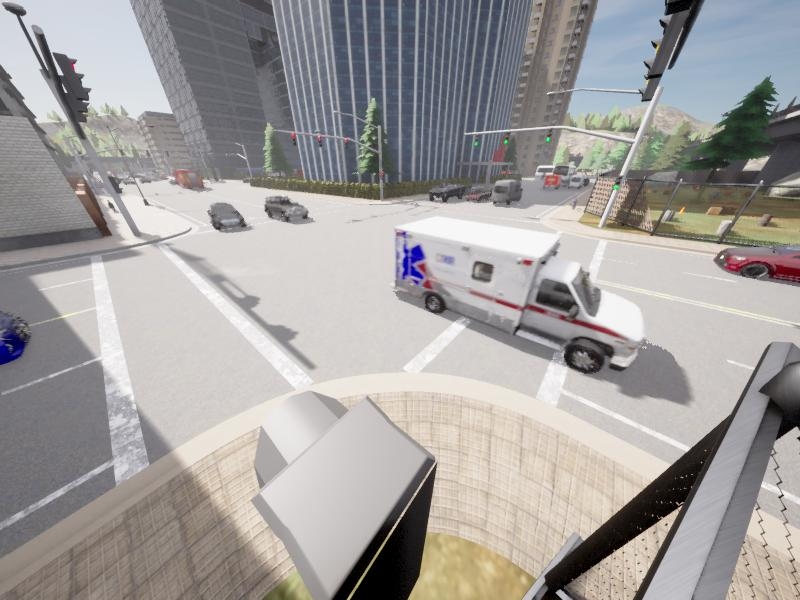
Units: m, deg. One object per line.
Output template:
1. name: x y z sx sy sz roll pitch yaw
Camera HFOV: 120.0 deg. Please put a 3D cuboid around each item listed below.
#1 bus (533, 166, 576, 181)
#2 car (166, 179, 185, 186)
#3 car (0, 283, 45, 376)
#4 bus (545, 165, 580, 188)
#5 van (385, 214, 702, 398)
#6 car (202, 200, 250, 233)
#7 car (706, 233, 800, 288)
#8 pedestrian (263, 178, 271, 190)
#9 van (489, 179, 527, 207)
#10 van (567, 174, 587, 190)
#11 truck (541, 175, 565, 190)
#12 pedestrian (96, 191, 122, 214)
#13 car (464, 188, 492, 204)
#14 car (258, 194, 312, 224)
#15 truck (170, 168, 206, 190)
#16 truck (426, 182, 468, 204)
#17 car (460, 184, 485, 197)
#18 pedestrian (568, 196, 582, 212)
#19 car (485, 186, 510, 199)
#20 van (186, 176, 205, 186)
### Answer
1. bus: 50.313 -41.415 75.478 10.273 4.253 3.944 23 37 34
2. car: -54.761 -28.695 56.298 5.357 1.411 2.033 23 37 34
3. car: -10.560 1.364 4.007 2.007 1.525 4.514 22 36 33
4. bus: 36.990 -28.217 52.516 3.944 4.253 10.273 23 37 34
5. van: 2.748 -0.585 6.548 6.366 2.431 2.351 23 37 33
6. car: -13.349 -6.512 17.643 2.033 1.649 4.856 -22 36 -34
7. car: 15.947 -1.439 9.126 4.181 1.385 1.994 22 37 34
8. pedestrian: -25.528 -22.252 44.334 0.751 1.860 0.751 20 36 31
9. van: 13.261 -13.206 28.229 1.988 2.561 5.915 23 37 34
10. van: 36.526 -24.377 47.580 1.988 2.561 5.915 23 37 34
11. truck: 30.923 -23.748 46.524 2.627 2.467 5.204 23 36 34
12. pedestrian: -27.115 -9.105 21.563 0.751 1.860 0.751 20 35 30
13. car: 10.164 -13.647 30.058 1.816 1.474 4.193 23 37 34
14. car: -9.894 -7.898 19.780 4.605 1.855 1.932 22 37 34
15. truck: -44.007 -25.254 47.923 8.468 3.827 2.891 23 37 34
16. truck: 6.327 -14.354 30.659 2.390 2.098 6.274 23 37 34
17. car: 11.378 -17.082 36.037 1.812 1.442 4.674 23 37 34
18. pedestrian: 16.759 -9.191 22.160 0.751 1.300 0.751 17 34 27
19. car: 14.654 -16.286 34.735 1.994 1.385 4.181 22 37 33
20. van: -50.619 -29.516 57.093 4.480 2.038 2.069 23 37 34
